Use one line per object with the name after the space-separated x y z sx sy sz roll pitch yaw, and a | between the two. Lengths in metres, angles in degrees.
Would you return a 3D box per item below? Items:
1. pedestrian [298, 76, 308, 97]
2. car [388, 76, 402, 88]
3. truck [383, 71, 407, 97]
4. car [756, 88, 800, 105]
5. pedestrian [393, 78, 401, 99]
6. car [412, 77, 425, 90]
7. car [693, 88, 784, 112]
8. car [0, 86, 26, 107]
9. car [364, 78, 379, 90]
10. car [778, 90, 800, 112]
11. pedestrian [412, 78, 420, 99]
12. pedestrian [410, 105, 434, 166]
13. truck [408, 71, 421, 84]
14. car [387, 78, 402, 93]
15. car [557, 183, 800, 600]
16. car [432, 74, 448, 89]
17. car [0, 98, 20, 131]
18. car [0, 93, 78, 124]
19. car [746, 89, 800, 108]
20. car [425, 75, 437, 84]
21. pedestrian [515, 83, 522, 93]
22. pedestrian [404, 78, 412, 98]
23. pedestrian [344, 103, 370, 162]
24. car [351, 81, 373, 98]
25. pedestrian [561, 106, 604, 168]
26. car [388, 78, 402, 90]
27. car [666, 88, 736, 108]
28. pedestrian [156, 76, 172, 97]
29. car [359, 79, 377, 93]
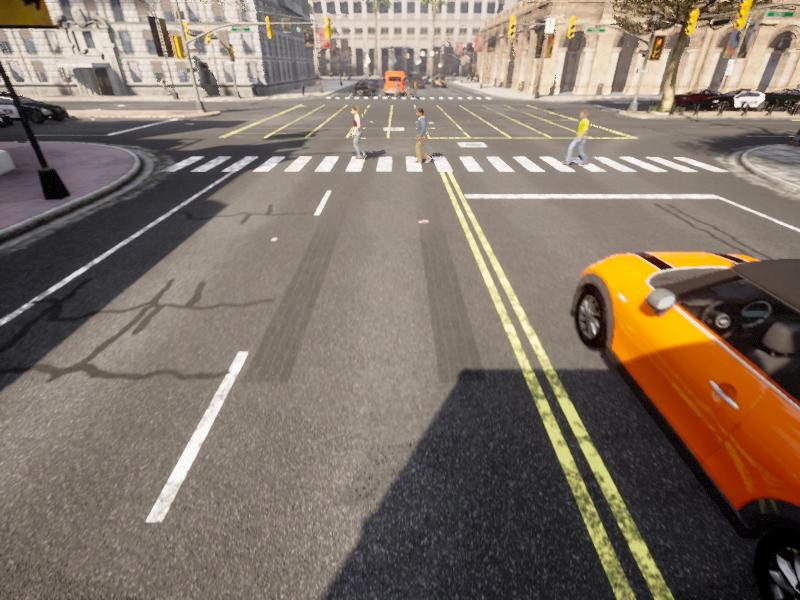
-10.318 -22.672 42.484 0.751 1.860 0.751 -1 30 -2 | pedestrian
-0.737 -35.379 64.948 2.163 1.488 4.792 0 30 0 | car
-0.616 -25.347 46.837 2.627 2.467 5.204 0 30 -1 | truck
36.427 -18.930 37.169 4.718 1.301 1.895 0 30 0 | car
-0.302 -22.341 42.258 0.751 1.860 0.751 1 30 2 | pedestrian
2.769 -32.765 60.503 1.816 1.474 4.193 0 30 0 | car
26.288 -15.620 31.255 4.974 1.542 2.038 0 30 0 | car
-34.898 -17.347 34.025 3.806 1.475 1.970 0 30 -1 | car
-4.237 -32.615 60.325 1.994 1.385 4.181 0 30 -1 | car
33.420 -15.557 31.311 5.357 1.411 2.033 0 30 0 | car
1.663 -22.266 42.138 0.751 1.860 0.751 4 31 6 | pedestrian
0.727 -5.670 13.790 0.751 1.860 0.751 1 30 1 | pedestrian
2.747 -43.613 78.413 2.390 2.098 6.274 0 30 0 | truck
-0.679 -28.466 52.983 1.930 1.638 5.238 0 30 0 | car
3.354 0.469 3.427 2.097 1.767 4.553 0 30 0 | car
6.266 -34.647 63.331 1.932 1.855 4.605 0 30 0 | car
-23.139 -9.772 21.131 3.806 1.475 1.970 0 30 0 | car
-22.974 -11.561 24.134 4.974 1.542 2.038 0 30 0 | car
32.798 -17.310 34.328 4.181 1.385 1.994 1 30 1 | car
6.254 -44.153 80.047 2.033 1.411 5.357 0 30 0 | car
14.425 -25.787 48.651 0.500 1.100 0.500 0 30 0 | pedestrian
0.844 -22.536 42.595 0.751 1.860 0.751 0 30 0 | pedestrian
-1.517 -6.009 14.360 0.751 1.860 0.751 0 30 0 | pedestrian
-4.195 -23.634 44.868 1.837 1.490 4.892 1 30 1 | car
6.139 -5.515 13.544 0.751 1.860 0.751 1 30 2 | pedestrian
-0.731 -32.233 59.686 1.994 1.385 4.181 0 30 0 | car
25.717 -17.313 34.305 4.181 1.385 1.994 0 30 0 | car
-24.851 -22.533 42.191 0.751 1.860 0.751 1 30 2 | pedestrian
-4.188 -28.701 53.617 2.033 1.411 5.357 0 30 0 | car
